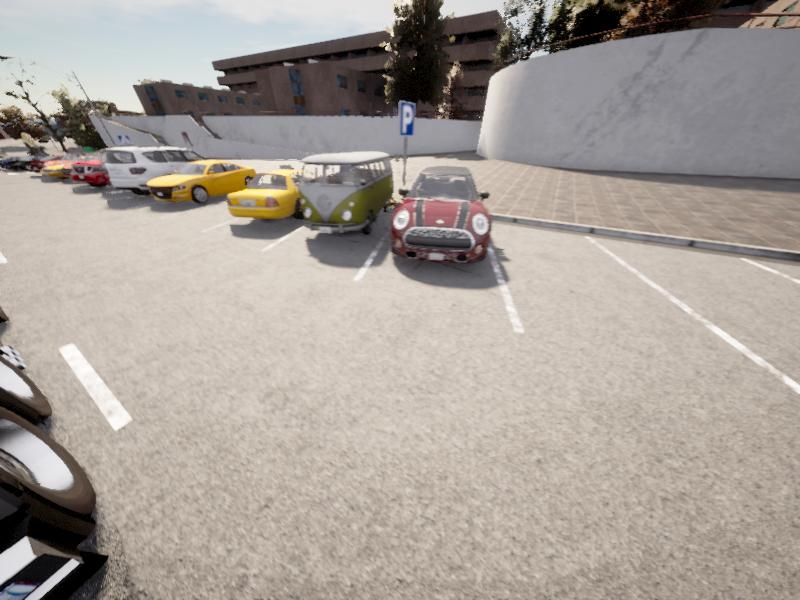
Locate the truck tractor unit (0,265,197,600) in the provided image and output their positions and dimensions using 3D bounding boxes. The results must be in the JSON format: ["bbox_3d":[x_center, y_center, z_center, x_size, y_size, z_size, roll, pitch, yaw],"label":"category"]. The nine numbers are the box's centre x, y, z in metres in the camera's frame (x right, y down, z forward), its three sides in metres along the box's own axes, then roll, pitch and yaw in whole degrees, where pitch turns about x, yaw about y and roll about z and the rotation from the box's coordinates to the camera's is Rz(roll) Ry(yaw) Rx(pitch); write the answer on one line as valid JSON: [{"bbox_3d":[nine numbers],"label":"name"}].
[{"bbox_3d":[-5.115,-0.297,0.781,6.516,4.208,3.053,18,39,24],"label":"truck tractor unit"}]

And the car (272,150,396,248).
[{"bbox_3d":[-1.476,-3.453,7.236,1.878,1.987,4.442,6,35,8],"label":"car"}]

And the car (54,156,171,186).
[{"bbox_3d":[-19.509,-9.128,16.119,2.002,1.452,4.674,5,34,8],"label":"car"}]

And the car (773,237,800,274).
[{"bbox_3d":[8.828,0.134,2.391,1.946,1.575,5.366,6,35,8],"label":"car"}]

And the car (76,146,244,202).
[{"bbox_3d":[-11.777,-6.910,12.259,2.435,2.045,5.566,5,34,9],"label":"car"}]

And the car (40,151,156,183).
[{"bbox_3d":[-22.082,-10.094,17.295,2.185,1.767,4.553,5,34,9],"label":"car"}]

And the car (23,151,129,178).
[{"bbox_3d":[-27.235,-11.710,19.797,2.185,1.767,4.553,5,34,9],"label":"car"}]

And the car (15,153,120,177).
[{"bbox_3d":[-29.823,-12.385,21.091,2.097,1.535,5.008,5,34,9],"label":"car"}]

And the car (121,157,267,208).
[{"bbox_3d":[-9.195,-5.853,11.149,2.097,1.535,5.008,6,35,8],"label":"car"}]

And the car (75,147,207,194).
[{"bbox_3d":[-14.374,-7.638,13.392,1.878,1.987,4.442,6,34,8],"label":"car"}]

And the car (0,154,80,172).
[{"bbox_3d":[-42.693,-16.314,27.424,2.097,1.535,5.008,5,34,9],"label":"car"}]

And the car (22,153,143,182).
[{"bbox_3d":[-24.690,-10.684,18.433,1.946,1.575,5.366,5,34,9],"label":"car"}]

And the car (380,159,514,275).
[{"bbox_3d":[1.127,-2.611,6.184,2.185,1.767,4.553,6,35,8],"label":"car"}]

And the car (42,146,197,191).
[{"bbox_3d":[-16.933,-8.531,14.687,2.435,2.045,5.566,6,34,8],"label":"car"}]

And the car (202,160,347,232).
[{"bbox_3d":[-4.013,-4.277,8.837,1.946,1.575,5.366,6,35,8],"label":"car"}]
